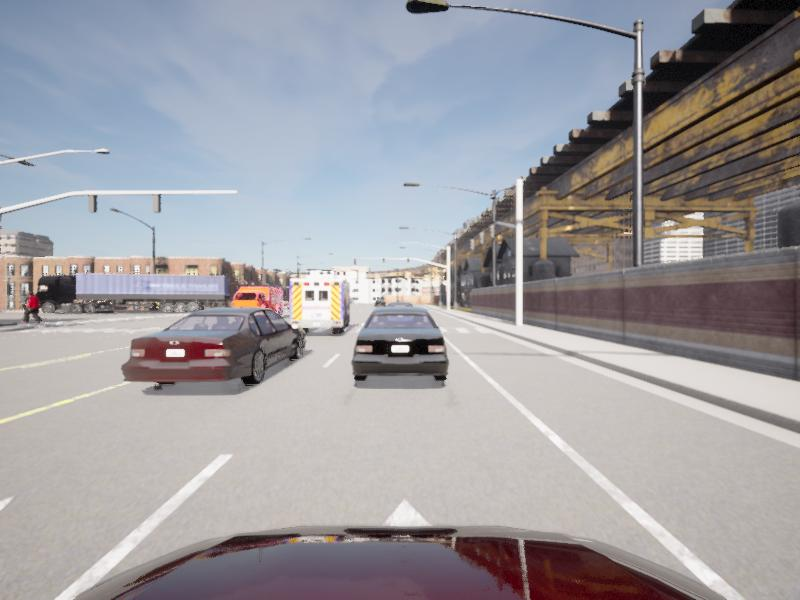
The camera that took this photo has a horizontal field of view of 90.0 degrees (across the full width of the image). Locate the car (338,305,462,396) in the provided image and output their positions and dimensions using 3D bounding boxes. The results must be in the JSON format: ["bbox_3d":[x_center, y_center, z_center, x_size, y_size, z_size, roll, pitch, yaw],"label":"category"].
[{"bbox_3d":[0.006,0.865,9.229,2.033,1.411,5.357,0,0,0],"label":"car"}]

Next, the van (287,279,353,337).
[{"bbox_3d":[-3.724,0.314,19.983,2.351,2.431,6.366,0,0,-3],"label":"van"}]

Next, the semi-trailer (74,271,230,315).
[{"bbox_3d":[-26.267,-0.762,43.305,14.254,4.402,2.717,0,1,-12],"label":"semi-trailer"}]

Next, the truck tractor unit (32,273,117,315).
[{"bbox_3d":[-34.051,-0.656,42.046,6.516,4.208,3.053,0,0,0],"label":"truck tractor unit"}]

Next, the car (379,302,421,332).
[{"bbox_3d":[0.006,0.824,21.965,2.033,1.411,5.357,0,0,0],"label":"car"}]

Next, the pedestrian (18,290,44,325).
[{"bbox_3d":[-20.306,0.414,22.046,0.751,1.860,0.751,0,0,-2],"label":"pedestrian"}]

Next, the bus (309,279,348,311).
[{"bbox_3d":[-10.375,-0.724,59.145,3.944,4.253,10.273,0,0,0],"label":"bus"}]

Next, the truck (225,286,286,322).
[{"bbox_3d":[-10.497,0.262,29.560,2.627,2.467,5.204,0,0,0],"label":"truck"}]

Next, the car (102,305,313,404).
[{"bbox_3d":[-3.498,0.867,8.733,2.033,1.411,5.357,0,0,0],"label":"car"}]
